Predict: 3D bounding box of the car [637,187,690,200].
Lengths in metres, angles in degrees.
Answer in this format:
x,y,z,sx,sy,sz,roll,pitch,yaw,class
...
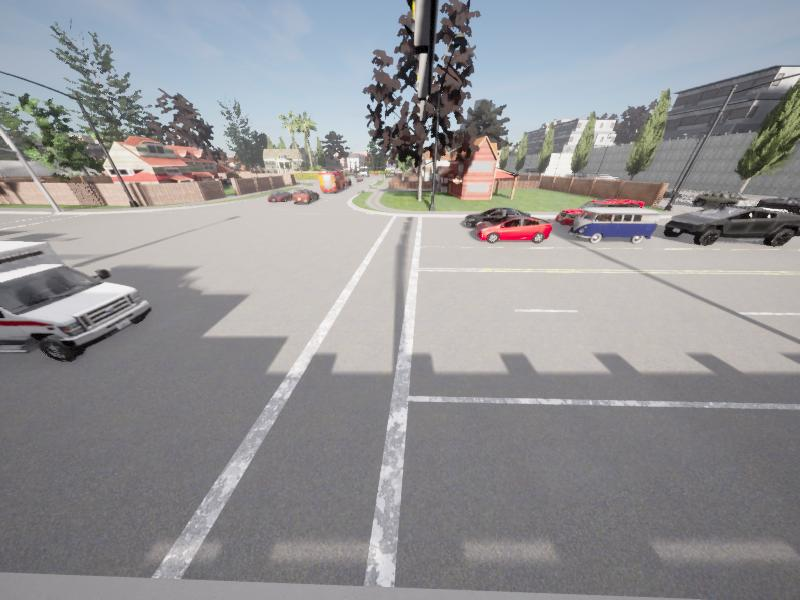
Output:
x,y,z,sx,sy,sz,roll,pitch,yaw,class
39.902,-16.321,35.281,2.033,1.411,5.357,0,30,1,car

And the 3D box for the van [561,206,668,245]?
x,y,z,sx,sy,sz,roll,pitch,yaw,class
13.318,-4.758,14.662,4.442,1.987,1.775,1,30,1,van

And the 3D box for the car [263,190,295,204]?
x,y,z,sx,sy,sz,roll,pitch,yaw,class
-16.199,-13.967,31.235,1.994,1.385,4.181,0,30,0,car

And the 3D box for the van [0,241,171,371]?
x,y,z,sx,sy,sz,roll,pitch,yaw,class
-10.658,0.011,5.959,6.366,2.431,2.351,1,30,1,van

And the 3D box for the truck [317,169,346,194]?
x,y,z,sx,sy,sz,roll,pitch,yaw,class
-12.755,-22.787,44.051,2.891,3.827,8.468,0,30,0,truck

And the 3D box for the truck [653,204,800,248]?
x,y,z,sx,sy,sz,roll,pitch,yaw,class
20.689,-4.672,14.400,6.274,2.098,2.390,1,30,2,truck

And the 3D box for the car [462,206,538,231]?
x,y,z,sx,sy,sz,roll,pitch,yaw,class
7.532,-6.367,17.939,4.892,1.490,1.837,1,30,1,car

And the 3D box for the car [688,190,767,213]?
x,y,z,sx,sy,sz,roll,pitch,yaw,class
36.242,-11.155,25.852,1.932,1.855,4.605,0,30,1,car

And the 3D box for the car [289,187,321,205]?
x,y,z,sx,sy,sz,roll,pitch,yaw,class
-12.703,-14.128,31.258,2.152,1.651,5.027,0,30,0,car

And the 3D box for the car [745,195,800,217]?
x,y,z,sx,sy,sz,roll,pitch,yaw,class
39.675,-9.497,23.342,2.128,1.511,4.902,1,30,1,car

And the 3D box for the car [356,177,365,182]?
x,y,z,sx,sy,sz,roll,pitch,yaw,class
-12.823,-39.439,75.364,1.895,1.301,4.718,0,30,0,car

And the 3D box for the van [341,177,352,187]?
x,y,z,sx,sy,sz,roll,pitch,yaw,class
-12.924,-28.576,55.915,1.775,1.987,4.442,-1,30,-2,van

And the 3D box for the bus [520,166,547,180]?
x,y,z,sx,sy,sz,roll,pitch,yaw,class
48.648,-46.531,84.710,3.944,4.253,10.273,0,30,1,bus

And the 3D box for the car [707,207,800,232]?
x,y,z,sx,sy,sz,roll,pitch,yaw,class
26.932,-6.179,17.631,3.806,1.475,1.970,0,30,-1,car

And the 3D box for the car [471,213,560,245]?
x,y,z,sx,sy,sz,roll,pitch,yaw,class
7.219,-4.633,14.904,4.514,1.525,2.007,1,30,1,car

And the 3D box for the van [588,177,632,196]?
x,y,z,sx,sy,sz,roll,pitch,yaw,class
36.493,-20.001,40.512,1.988,2.561,5.915,0,30,1,van

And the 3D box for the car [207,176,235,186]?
x,y,z,sx,sy,sz,roll,pitch,yaw,class
-41.730,-27.833,53.957,4.605,1.855,1.932,0,30,0,car

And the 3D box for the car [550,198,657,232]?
x,y,z,sx,sy,sz,roll,pitch,yaw,class
15.162,-6.494,17.601,5.566,2.045,2.150,1,30,2,car
